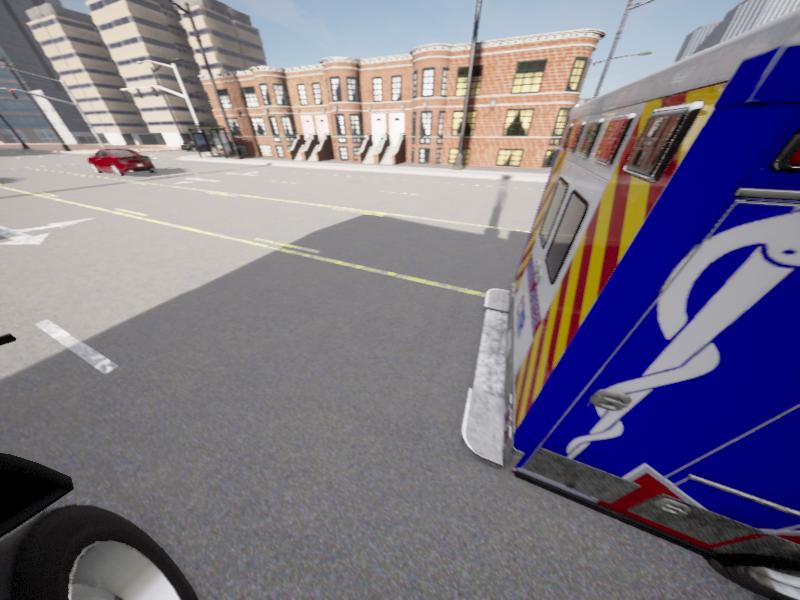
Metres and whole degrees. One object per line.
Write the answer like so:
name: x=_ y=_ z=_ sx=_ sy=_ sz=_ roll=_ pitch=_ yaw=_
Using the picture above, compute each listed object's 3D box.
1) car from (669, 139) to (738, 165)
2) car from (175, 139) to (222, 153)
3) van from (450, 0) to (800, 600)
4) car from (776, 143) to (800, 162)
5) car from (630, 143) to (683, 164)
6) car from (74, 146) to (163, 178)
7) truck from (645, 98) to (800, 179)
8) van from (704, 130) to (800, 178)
car: x=29.050 y=-14.458 z=22.378 sx=1.932 sy=1.855 sz=4.605 roll=15 pitch=38 yaw=19
car: x=-31.874 y=-24.593 z=36.749 sx=1.930 sy=1.638 sz=5.238 roll=14 pitch=38 yaw=19
van: x=3.789 y=0.513 z=1.049 sx=6.366 sy=2.431 sz=2.351 roll=13 pitch=38 yaw=18
car: x=40.592 y=-14.327 z=22.560 sx=1.812 sy=1.442 sz=4.674 roll=15 pitch=38 yaw=19
car: x=25.728 y=-14.968 z=23.421 sx=1.837 sy=1.490 sz=4.892 roll=15 pitch=38 yaw=19
car: x=-19.205 y=-9.519 z=15.813 sx=5.008 sy=1.535 sz=1.882 roll=15 pitch=38 yaw=20
truck: x=22.424 y=-11.629 z=16.767 sx=2.891 sy=3.827 sz=8.468 roll=15 pitch=38 yaw=19
van: x=25.894 y=-10.506 z=16.398 sx=2.351 sy=2.431 sz=6.366 roll=15 pitch=38 yaw=20
